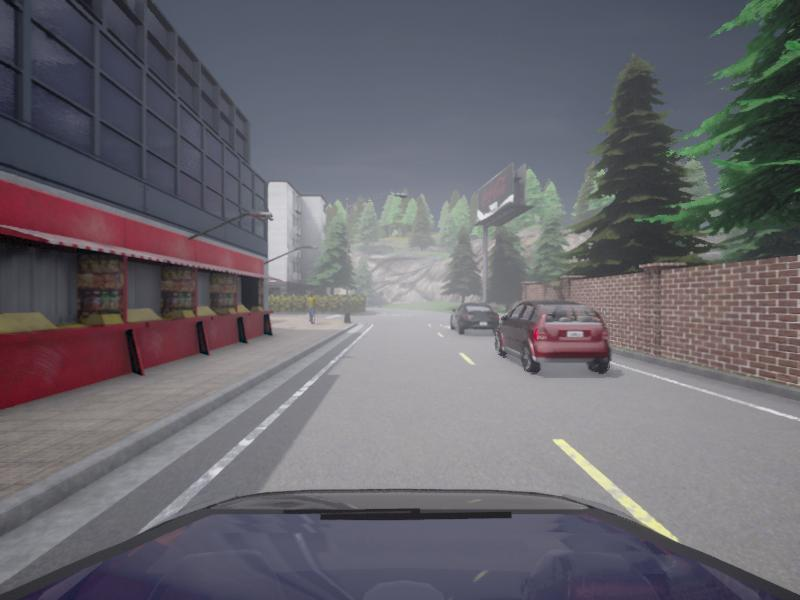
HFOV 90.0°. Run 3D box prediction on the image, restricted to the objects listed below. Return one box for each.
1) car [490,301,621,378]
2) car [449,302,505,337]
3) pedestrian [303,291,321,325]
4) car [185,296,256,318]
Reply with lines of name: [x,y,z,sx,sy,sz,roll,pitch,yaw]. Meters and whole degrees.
car: [3.543,0.799,9.868,1.789,1.549,3.705,0,0,0]
car: [3.564,0.846,19.338,1.812,1.442,4.674,0,0,0]
pedestrian: [-4.888,0.448,22.255,0.751,1.860,0.751,0,0,8]
car: [-14.034,0.542,31.547,4.611,1.667,2.242,0,0,-1]
